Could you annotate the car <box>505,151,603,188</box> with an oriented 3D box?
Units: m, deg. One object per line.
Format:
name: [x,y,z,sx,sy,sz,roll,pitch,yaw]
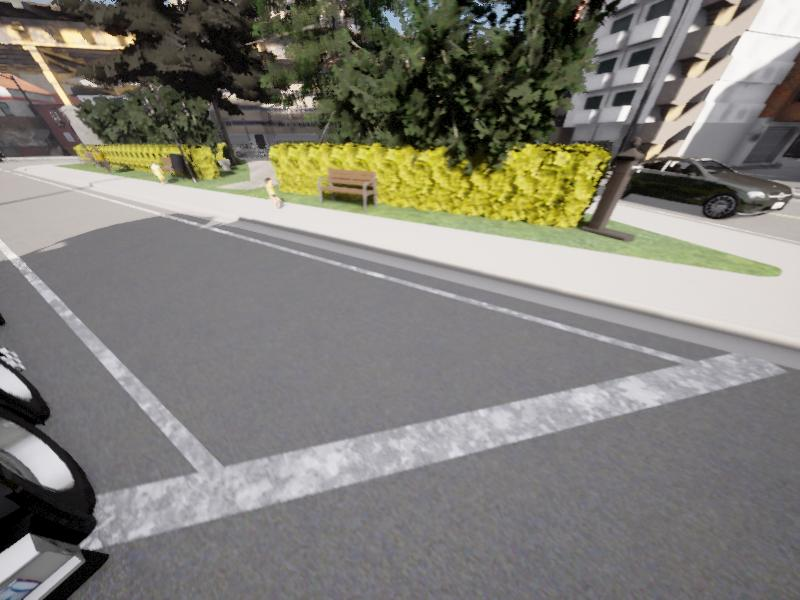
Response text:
car: [9.205,-8.301,14.461,2.163,1.488,4.792,-9,36,-12]

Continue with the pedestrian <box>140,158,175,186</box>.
pedestrian: [-13.917,-7.366,13.283,0.751,1.300,0.751,21,40,28]

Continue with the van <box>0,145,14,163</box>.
van: [-56.675,-19.539,30.899,4.480,2.038,2.069,-9,36,-12]

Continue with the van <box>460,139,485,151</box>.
van: [15.539,-33.244,49.555,4.480,2.038,2.069,-9,36,-12]

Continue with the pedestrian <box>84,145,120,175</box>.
pedestrian: [-22.702,-10.660,17.619,0.751,1.860,0.751,18,39,24]

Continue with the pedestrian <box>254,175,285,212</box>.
pedestrian: [-4.589,-3.760,8.179,0.500,1.100,0.500,1,35,2]

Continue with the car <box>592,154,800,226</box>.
car: [10.974,-4.527,8.918,2.152,1.651,5.027,-9,36,-12]

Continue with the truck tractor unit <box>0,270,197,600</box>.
truck tractor unit: [-5.124,-0.286,0.780,6.516,4.208,3.053,18,38,24]
